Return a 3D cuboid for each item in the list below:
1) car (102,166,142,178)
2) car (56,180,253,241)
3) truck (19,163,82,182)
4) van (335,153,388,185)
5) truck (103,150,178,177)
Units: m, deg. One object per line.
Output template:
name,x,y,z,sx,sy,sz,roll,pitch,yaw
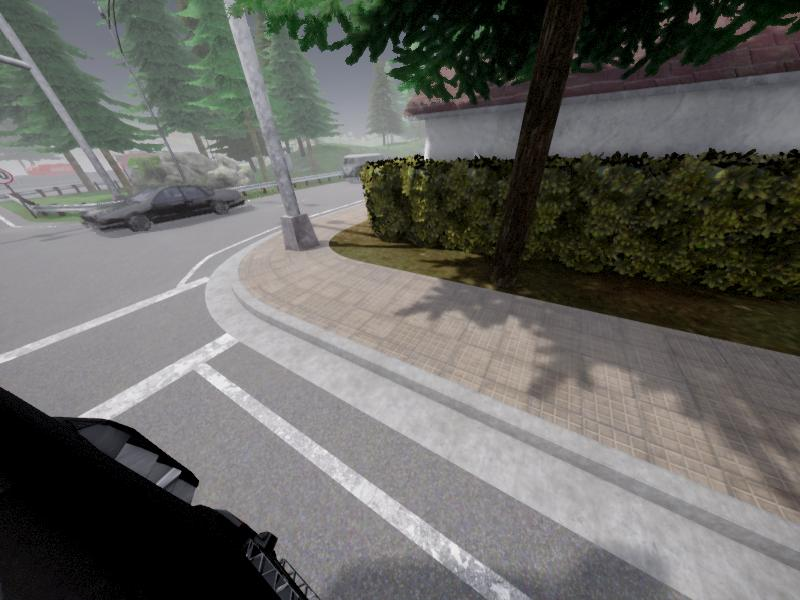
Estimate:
car,-48.472,-22.359,40.374,1.970,1.475,3.806,16,38,26
car,-9.669,-4.123,9.907,2.033,1.411,5.357,13,35,22
truck,-60.683,-22.275,40.288,2.627,2.467,5.204,16,38,26
van,-3.062,-11.093,19.436,1.775,1.987,4.442,16,38,26
truck,-49.331,-26.407,44.405,2.891,3.827,8.468,16,38,26
